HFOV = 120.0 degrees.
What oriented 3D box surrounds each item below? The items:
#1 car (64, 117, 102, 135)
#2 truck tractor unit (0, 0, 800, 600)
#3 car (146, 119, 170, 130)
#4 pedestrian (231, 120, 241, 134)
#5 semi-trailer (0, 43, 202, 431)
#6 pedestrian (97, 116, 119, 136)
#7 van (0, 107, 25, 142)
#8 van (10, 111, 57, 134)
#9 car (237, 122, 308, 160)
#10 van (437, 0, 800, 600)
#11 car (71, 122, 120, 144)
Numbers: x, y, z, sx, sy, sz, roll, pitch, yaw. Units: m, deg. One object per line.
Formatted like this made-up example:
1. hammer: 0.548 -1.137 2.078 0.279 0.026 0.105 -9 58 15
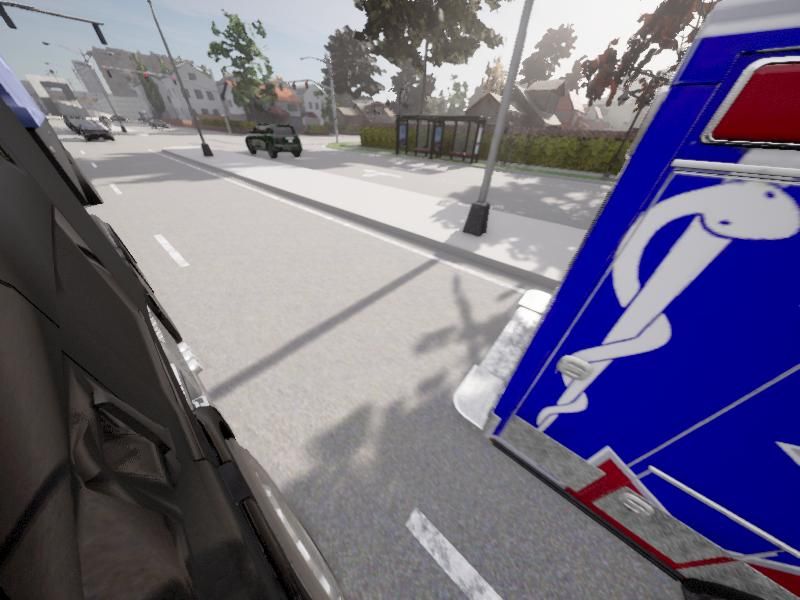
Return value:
1. car: -39.387 -21.608 28.675 5.238 1.638 1.930 28 43 29
2. truck tractor unit: -2.645 -0.295 0.352 6.516 4.208 3.053 28 44 30
3. car: -49.694 -36.075 47.368 5.027 1.651 2.152 28 44 30
4. pedestrian: -27.608 -29.056 38.892 0.751 1.860 0.751 30 45 32
5. semi-trailer: -8.700 -3.604 4.227 14.254 4.402 2.717 28 44 30
6. pedestrian: -35.136 -20.925 27.804 0.751 1.860 0.751 -17 41 -24
7. van: -35.147 -13.589 17.573 6.366 2.431 2.351 -28 47 -35
8. van: -42.494 -20.664 26.888 4.480 2.038 2.069 28 44 30
9. car: -9.738 -12.190 17.609 5.566 2.045 2.150 28 44 30
10. van: 3.563 1.016 0.483 6.366 2.431 2.351 28 44 30
11. car: -28.962 -15.916 21.930 5.357 1.411 2.033 28 44 30
